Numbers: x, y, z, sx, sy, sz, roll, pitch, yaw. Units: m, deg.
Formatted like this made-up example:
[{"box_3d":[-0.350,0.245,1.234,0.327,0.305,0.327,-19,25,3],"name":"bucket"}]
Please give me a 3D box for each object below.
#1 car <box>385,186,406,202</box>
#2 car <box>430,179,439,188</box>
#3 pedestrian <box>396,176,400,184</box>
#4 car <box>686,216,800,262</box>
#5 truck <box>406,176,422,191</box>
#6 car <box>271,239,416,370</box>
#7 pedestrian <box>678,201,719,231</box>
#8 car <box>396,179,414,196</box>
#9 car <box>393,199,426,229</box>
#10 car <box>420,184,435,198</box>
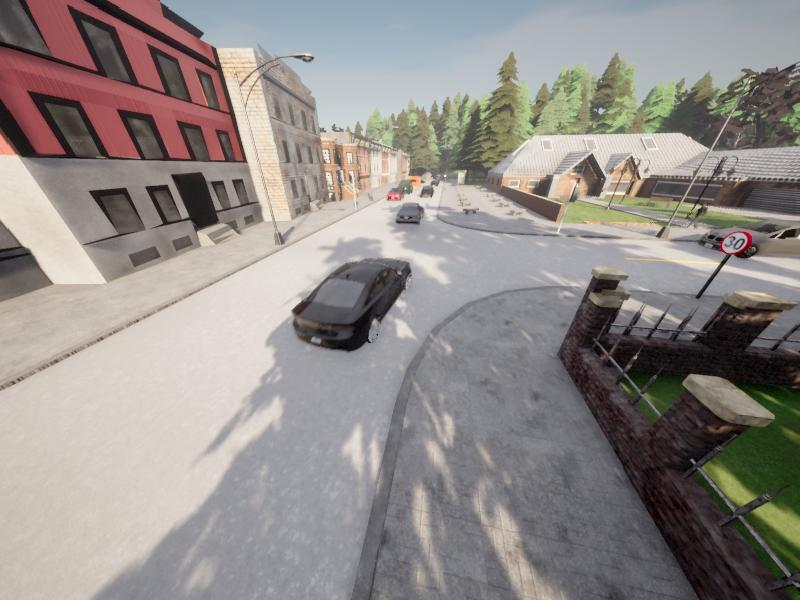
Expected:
[{"box_3d":[-0.536,-14.777,32.073,2.007,1.525,4.514,5,30,9],"name":"car"},{"box_3d":[8.360,-28.156,55.709,1.837,1.490,4.892,5,30,9],"name":"car"},{"box_3d":[-0.434,-30.560,58.821,0.751,1.860,0.751,11,32,18],"name":"pedestrian"},{"box_3d":[18.859,-3.159,11.807,4.611,1.667,2.242,5,30,9],"name":"car"},{"box_3d":[2.942,-24.784,48.900,2.627,2.467,5.204,5,30,9],"name":"truck"},{"box_3d":[-1.099,-0.407,7.172,1.882,1.535,5.008,9,31,16],"name":"car"},{"box_3d":[20.409,-5.748,15.844,0.751,1.860,0.751,5,30,8],"name":"pedestrian"},{"box_3d":[0.881,-19.039,38.936,2.150,2.045,5.566,5,30,9],"name":"car"},{"box_3d":[0.920,-7.328,19.305,2.033,1.411,5.357,5,30,9],"name":"car"},{"box_3d":[4.377,-17.216,36.334,1.837,1.490,4.892,5,31,9],"name":"car"}]
